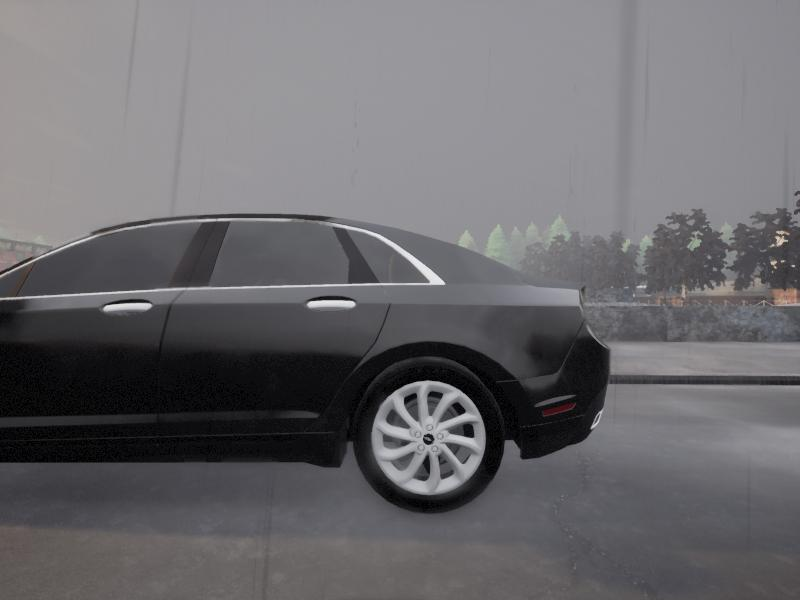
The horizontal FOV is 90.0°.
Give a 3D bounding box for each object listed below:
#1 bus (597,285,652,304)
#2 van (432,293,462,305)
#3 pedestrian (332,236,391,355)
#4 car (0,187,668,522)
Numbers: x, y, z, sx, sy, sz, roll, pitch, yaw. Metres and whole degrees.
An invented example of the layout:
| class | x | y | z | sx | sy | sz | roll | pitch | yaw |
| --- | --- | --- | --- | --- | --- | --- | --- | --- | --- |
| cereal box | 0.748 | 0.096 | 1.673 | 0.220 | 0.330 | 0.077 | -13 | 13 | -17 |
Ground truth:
| class | x | y | z | sx | sy | sz | roll | pitch | yaw |
| --- | --- | --- | --- | --- | --- | --- | --- | --- | --- |
| bus | 51.253 | -1.139 | 91.399 | 10.273 | 4.253 | 3.944 | 0 | 0 | 2 |
| van | 10.344 | -0.227 | 88.859 | 6.366 | 2.431 | 2.351 | 0 | 0 | 2 |
| pedestrian | -0.630 | -0.067 | 6.687 | 0.751 | 1.860 | 0.751 | 0 | 0 | 16 |
| car | -1.222 | 0.244 | 2.779 | 4.892 | 1.490 | 1.837 | 0 | 0 | 2 |
